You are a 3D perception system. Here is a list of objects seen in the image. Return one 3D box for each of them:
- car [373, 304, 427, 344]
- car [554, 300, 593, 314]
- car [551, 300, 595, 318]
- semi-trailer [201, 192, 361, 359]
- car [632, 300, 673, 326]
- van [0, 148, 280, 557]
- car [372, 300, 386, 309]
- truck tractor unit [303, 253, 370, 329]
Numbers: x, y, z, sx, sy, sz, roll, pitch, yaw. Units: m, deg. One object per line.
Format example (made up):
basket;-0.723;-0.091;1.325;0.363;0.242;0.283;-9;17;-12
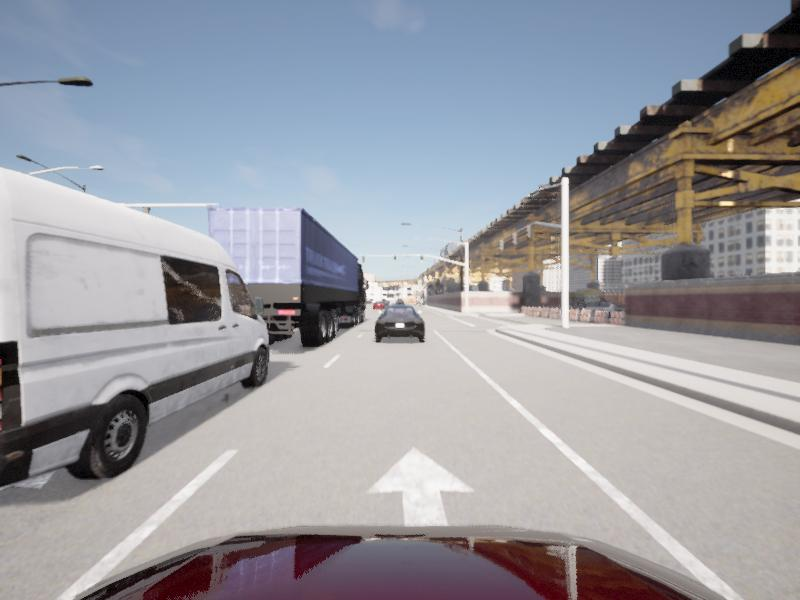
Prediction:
car;0.000;0.902;16.708;1.994;1.385;4.181;0;0;0
car;15.968;0.627;36.731;1.853;1.218;4.536;0;0;44
car;15.933;0.784;36.694;2.038;1.542;4.974;0;0;44
semi-trailer;-3.869;-0.631;17.757;2.717;4.402;14.254;0;0;0
car;16.733;0.788;26.719;2.038;1.542;4.974;0;0;29
van;-3.499;0.321;5.372;1.988;2.561;5.915;0;0;0
car;-3.501;0.829;68.935;2.163;1.488;4.792;0;0;0
truck tractor unit;-3.792;-0.530;25.665;3.053;4.208;6.516;0;0;2
